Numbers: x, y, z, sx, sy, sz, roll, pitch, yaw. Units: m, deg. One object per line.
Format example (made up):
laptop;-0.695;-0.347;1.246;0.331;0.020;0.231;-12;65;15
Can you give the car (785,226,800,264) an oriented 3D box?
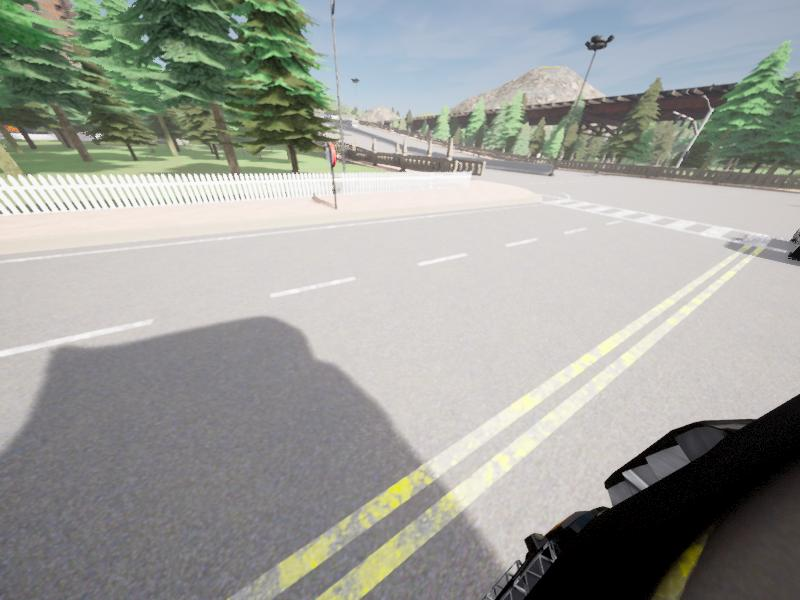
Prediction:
car;13.339;-1.951;6.391;4.553;1.767;2.097;-18;39;-29

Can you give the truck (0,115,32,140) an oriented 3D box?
truck;-77.562;-32.293;42.895;2.891;3.827;8.468;15;35;18

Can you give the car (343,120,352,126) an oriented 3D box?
car;-19.837;-67.300;87.657;1.816;1.474;4.193;-17;45;-27

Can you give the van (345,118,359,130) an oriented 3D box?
van;-16.262;-59.308;77.865;2.351;2.431;6.366;-17;46;-27

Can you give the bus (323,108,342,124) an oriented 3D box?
bus;-26.200;-71.270;89.349;3.944;4.253;10.273;-17;43;-27
